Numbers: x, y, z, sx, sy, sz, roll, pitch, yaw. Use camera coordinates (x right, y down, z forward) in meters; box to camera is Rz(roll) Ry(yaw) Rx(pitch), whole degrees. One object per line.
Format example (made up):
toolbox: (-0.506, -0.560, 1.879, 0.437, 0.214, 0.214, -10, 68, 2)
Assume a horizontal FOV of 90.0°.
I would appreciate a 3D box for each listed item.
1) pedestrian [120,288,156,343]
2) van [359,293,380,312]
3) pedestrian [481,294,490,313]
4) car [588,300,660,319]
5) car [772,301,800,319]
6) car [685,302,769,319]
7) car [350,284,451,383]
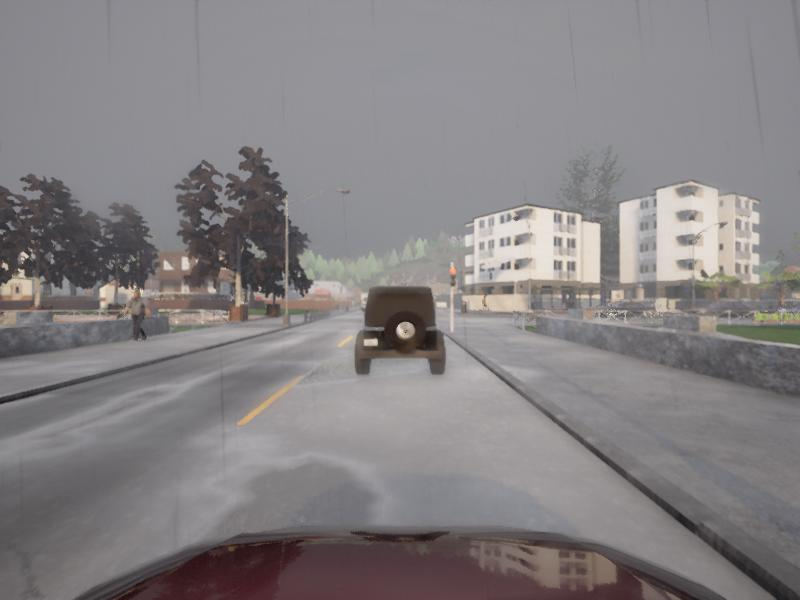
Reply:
pedestrian: (-8.978, 0.517, 13.737, 0.751, 1.860, 0.751, 0, 0, -2)
van: (-3.980, 0.315, 54.105, 2.351, 2.431, 6.366, 0, 0, 0)
pedestrian: (8.394, 0.371, 39.430, 0.751, 1.860, 0.751, 0, 0, 0)
car: (18.574, 0.807, 33.337, 4.892, 1.490, 1.837, 1, 0, 1)
car: (33.913, 0.814, 33.415, 3.806, 1.475, 1.970, 0, 0, 0)
car: (27.175, 0.855, 33.419, 5.357, 1.411, 2.033, 0, 0, 0)
car: (0.006, 0.635, 9.491, 1.905, 1.878, 3.866, 0, 0, 0)
